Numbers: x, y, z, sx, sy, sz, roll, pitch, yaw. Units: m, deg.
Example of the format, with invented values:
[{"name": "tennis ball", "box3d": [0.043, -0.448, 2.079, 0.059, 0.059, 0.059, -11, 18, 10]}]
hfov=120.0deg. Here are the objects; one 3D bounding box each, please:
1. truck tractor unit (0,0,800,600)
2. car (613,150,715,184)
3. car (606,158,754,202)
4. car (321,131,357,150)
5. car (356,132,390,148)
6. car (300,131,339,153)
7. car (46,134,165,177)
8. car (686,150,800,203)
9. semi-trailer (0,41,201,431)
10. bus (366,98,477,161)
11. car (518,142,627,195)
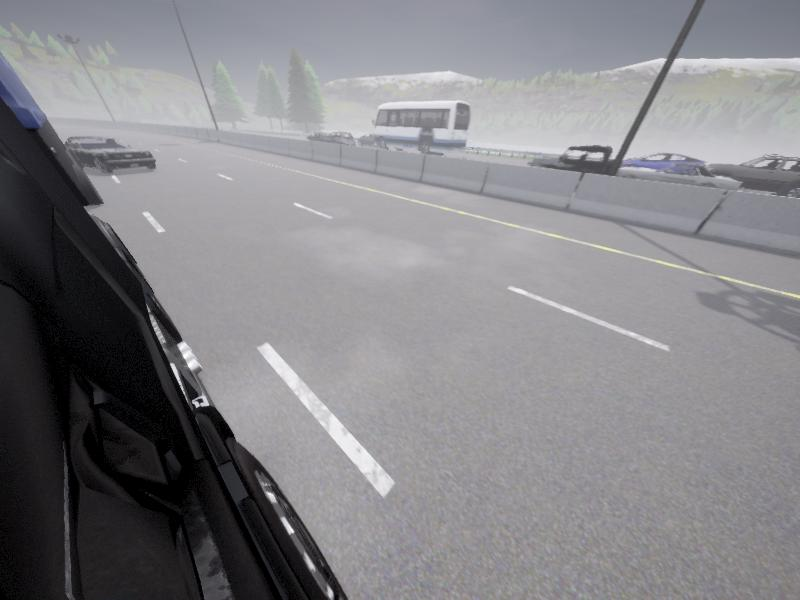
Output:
[{"name": "truck tractor unit", "box3d": [-2.645, -0.295, 0.351, 6.516, 4.208, 3.053, 28, 44, 30]}, {"name": "car", "box3d": [18.582, -9.690, 16.619, 4.514, 1.525, 2.007, 29, 44, 30]}, {"name": "car", "box3d": [14.189, -6.476, 12.206, 4.718, 1.301, 1.895, 29, 44, 30]}, {"name": "car", "box3d": [-6.965, -18.209, 26.330, 3.988, 1.617, 1.851, 29, 44, 30]}, {"name": "car", "box3d": [-3.708, -21.914, 31.588, 4.514, 1.525, 2.007, 29, 44, 30]}, {"name": "car", "box3d": [-8.138, -16.064, 23.417, 3.705, 1.549, 1.789, 29, 44, 30]}, {"name": "car", "box3d": [-14.187, -7.086, 11.173, 4.718, 1.301, 1.895, 18, 39, 20]}, {"name": "car", "box3d": [19.275, -6.689, 12.341, 4.605, 1.855, 1.932, 29, 44, 30]}, {"name": "semi-trailer", "box3d": [-8.696, -3.603, 4.236, 14.254, 4.402, 2.717, 28, 43, 30]}, {"name": "bus", "box3d": [1.680, -17.223, 23.352, 10.273, 4.253, 3.944, 29, 44, 31]}, {"name": "car", "box3d": [8.726, -6.956, 11.996, 3.866, 1.878, 1.905, 29, 44, 30]}]
